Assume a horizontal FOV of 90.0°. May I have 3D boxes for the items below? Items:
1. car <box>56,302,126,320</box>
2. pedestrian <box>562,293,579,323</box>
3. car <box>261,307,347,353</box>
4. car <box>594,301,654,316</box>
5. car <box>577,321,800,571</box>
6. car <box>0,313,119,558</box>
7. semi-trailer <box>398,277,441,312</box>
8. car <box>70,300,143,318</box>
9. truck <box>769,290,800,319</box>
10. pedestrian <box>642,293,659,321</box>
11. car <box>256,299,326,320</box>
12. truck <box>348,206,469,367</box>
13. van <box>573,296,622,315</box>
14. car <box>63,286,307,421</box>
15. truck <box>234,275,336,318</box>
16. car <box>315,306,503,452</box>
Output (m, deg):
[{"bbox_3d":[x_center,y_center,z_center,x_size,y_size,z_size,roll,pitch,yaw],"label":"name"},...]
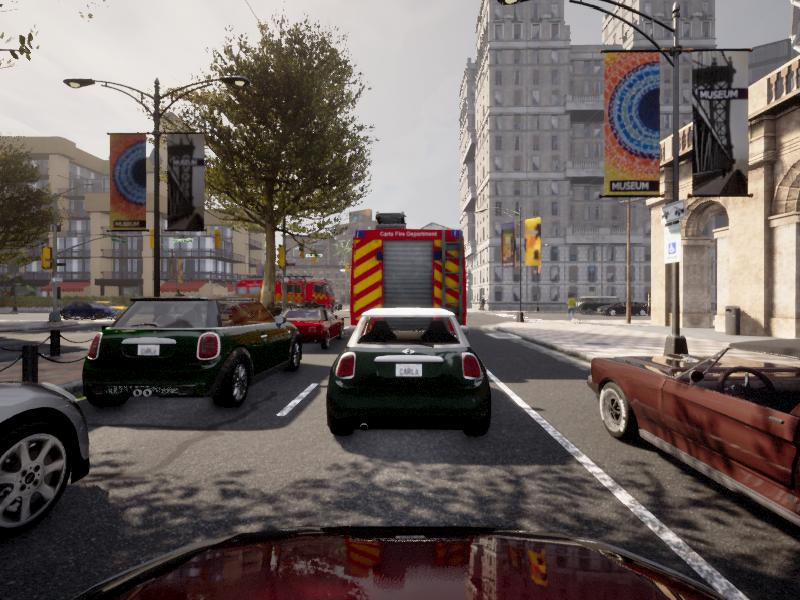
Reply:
[{"bbox_3d":[-25.468,0.869,33.028,4.674,1.442,1.812,0,0,8],"label":"car"},{"bbox_3d":[10.824,0.485,25.352,0.751,1.860,0.751,0,0,-2],"label":"pedestrian"},{"bbox_3d":[-3.218,0.944,14.445,1.895,1.301,4.718,0,0,1],"label":"car"},{"bbox_3d":[22.181,0.844,39.726,4.892,1.490,1.837,0,0,1],"label":"car"},{"bbox_3d":[3.308,0.938,3.058,1.895,1.301,4.718,0,0,1],"label":"car"},{"bbox_3d":[-3.473,0.853,1.600,1.970,1.475,3.806,0,0,1],"label":"car"},{"bbox_3d":[2.402,-0.618,57.544,2.717,4.402,14.254,0,0,-12],"label":"semi-trailer"},{"bbox_3d":[-27.039,0.801,36.960,5.366,1.575,1.801,0,0,0],"label":"car"},{"bbox_3d":[37.038,0.365,35.939,5.204,2.467,2.627,-1,0,1],"label":"truck"},{"bbox_3d":[16.775,0.485,26.810,0.751,1.860,0.751,0,0,12],"label":"pedestrian"},{"bbox_3d":[-8.973,0.771,33.168,5.238,1.638,1.930,0,0,1],"label":"car"},{"bbox_3d":[0.274,-0.321,13.781,2.891,3.827,8.468,0,0,1],"label":"truck"},{"bbox_3d":[21.300,0.599,43.240,4.442,1.987,1.775,0,0,1],"label":"van"},{"bbox_3d":[-3.355,0.694,7.527,2.097,1.767,4.553,0,0,1],"label":"car"},{"bbox_3d":[-10.352,-0.321,36.682,8.468,3.827,2.891,0,0,1],"label":"truck"},{"bbox_3d":[0.119,0.853,6.110,1.970,1.475,3.806,0,0,1],"label":"car"}]
